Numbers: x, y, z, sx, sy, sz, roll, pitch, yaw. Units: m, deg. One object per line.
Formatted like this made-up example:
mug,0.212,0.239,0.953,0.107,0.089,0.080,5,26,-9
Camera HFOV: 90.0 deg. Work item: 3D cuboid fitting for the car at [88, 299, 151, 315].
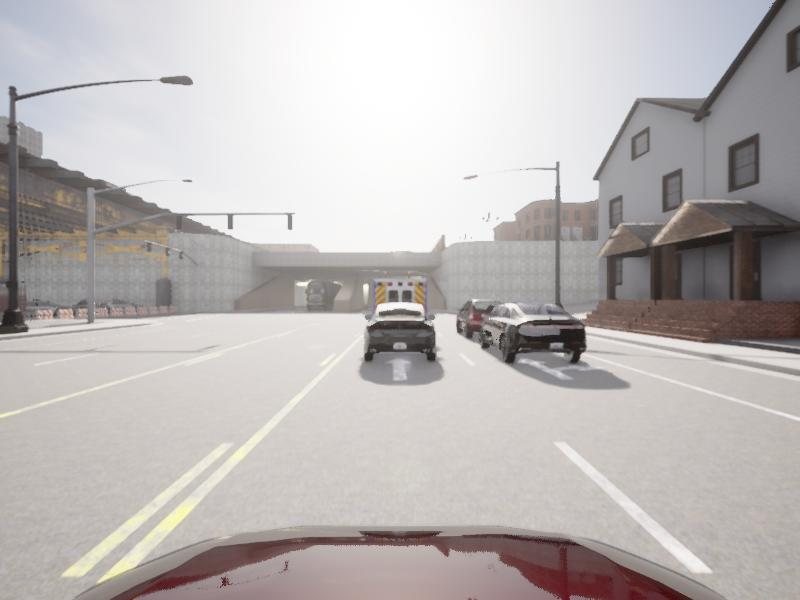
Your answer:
car,-28.971,0.702,41.468,2.038,1.542,4.974,0,0,29

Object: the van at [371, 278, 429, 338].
van,0.007,0.334,19.403,2.351,2.431,6.366,0,0,0

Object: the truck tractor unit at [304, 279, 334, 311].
truck tractor unit,-11.240,-0.645,55.959,3.053,4.208,6.516,0,0,-1

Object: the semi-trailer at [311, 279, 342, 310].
semi-trailer,-11.462,-0.762,63.869,2.717,4.402,14.254,0,0,-2

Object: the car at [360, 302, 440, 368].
car,0.000,0.818,11.701,1.837,1.490,4.892,0,0,0

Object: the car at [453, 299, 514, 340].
car,3.505,0.748,17.569,1.851,1.617,3.988,0,0,0

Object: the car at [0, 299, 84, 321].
car,-28.170,0.725,31.494,2.038,1.542,4.974,0,0,44

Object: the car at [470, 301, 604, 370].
car,3.494,0.810,11.374,2.128,1.511,4.902,0,0,0

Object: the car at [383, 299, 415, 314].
car,-0.206,0.678,45.336,2.152,1.651,5.027,0,0,-18

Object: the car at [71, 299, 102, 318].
car,-28.181,0.714,36.102,2.038,1.542,4.974,0,0,-36

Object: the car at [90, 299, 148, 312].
car,-28.996,0.545,41.422,1.853,1.218,4.536,0,0,29

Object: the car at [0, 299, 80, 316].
car,-28.206,0.567,31.455,1.853,1.218,4.536,0,0,44
